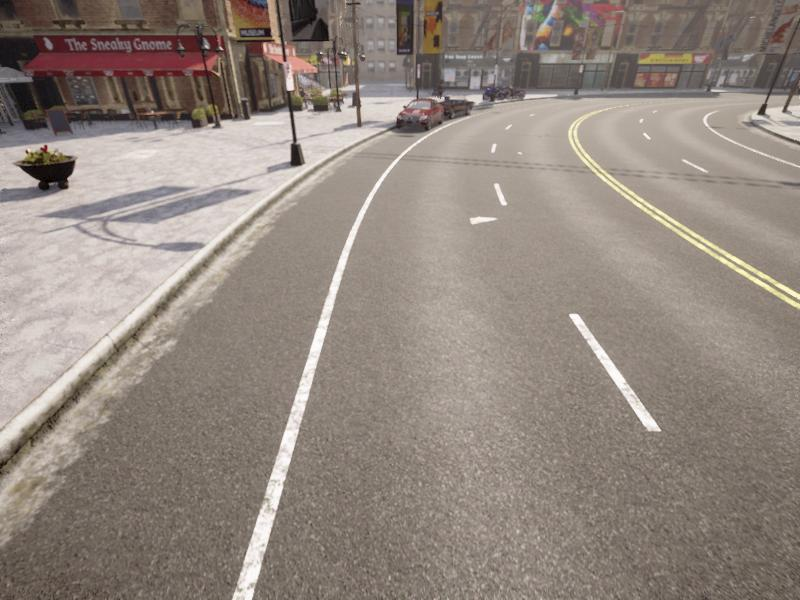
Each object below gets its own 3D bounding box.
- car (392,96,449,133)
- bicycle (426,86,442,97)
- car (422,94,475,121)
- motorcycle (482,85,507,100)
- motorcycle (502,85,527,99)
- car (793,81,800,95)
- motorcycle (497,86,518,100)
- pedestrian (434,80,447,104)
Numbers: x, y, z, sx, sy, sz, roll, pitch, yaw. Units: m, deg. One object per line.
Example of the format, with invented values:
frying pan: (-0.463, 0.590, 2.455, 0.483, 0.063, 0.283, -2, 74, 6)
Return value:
car: (1.284, -10.818, 23.114, 2.002, 1.452, 4.674, 10, 32, 17)
bicycle: (3.791, -23.313, 44.668, 1.643, 1.024, 0.373, 0, 20, 0)
car: (3.443, -13.432, 27.734, 1.895, 1.301, 4.718, 16, 34, 25)
motorcycle: (9.283, -20.450, 39.497, 2.209, 1.251, 0.867, 5, 31, 8)
motorcycle: (11.735, -21.381, 41.089, 2.356, 1.277, 0.764, 5, 31, 8)
car: (50.756, -25.646, 48.463, 3.806, 1.475, 1.970, 0, 30, 0)
motorcycle: (10.808, -20.869, 40.270, 1.805, 1.236, 0.856, 5, 31, 8)
pedestrian: (3.582, -18.466, 35.458, 0.751, 1.860, 0.751, 21, 37, 32)
